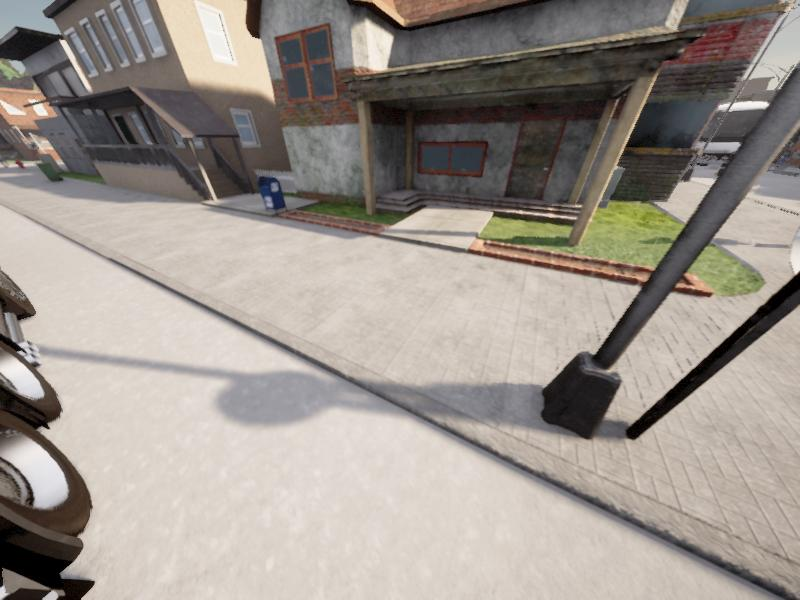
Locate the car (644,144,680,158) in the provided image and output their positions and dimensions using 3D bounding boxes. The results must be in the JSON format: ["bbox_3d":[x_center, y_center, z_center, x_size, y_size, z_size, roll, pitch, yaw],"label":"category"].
[{"bbox_3d":[37.426,-21.453,33.179,1.801,1.575,5.366,17,38,23],"label":"car"}]

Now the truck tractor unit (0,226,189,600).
[{"bbox_3d":[-5.043,-0.364,0.865,6.516,4.208,3.053,21,40,27],"label":"truck tractor unit"}]

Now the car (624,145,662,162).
[{"bbox_3d":[29.809,-18.116,28.513,1.837,1.490,4.892,17,39,23],"label":"car"}]

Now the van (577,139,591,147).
[{"bbox_3d":[63.200,-54.035,79.473,2.351,2.431,6.366,17,38,23],"label":"van"}]

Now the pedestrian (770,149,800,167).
[{"bbox_3d":[33.779,-12.432,20.252,0.751,1.300,0.751,28,43,34],"label":"pedestrian"}]

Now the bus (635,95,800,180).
[{"bbox_3d":[23.849,-12.736,18.409,3.944,4.253,10.273,17,38,23],"label":"bus"}]

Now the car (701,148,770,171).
[{"bbox_3d":[28.841,-12.268,20.079,1.845,1.501,3.633,17,38,23],"label":"car"}]

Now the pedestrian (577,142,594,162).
[{"bbox_3d":[20.780,-16.638,25.924,0.751,1.860,0.751,7,36,11],"label":"pedestrian"}]
